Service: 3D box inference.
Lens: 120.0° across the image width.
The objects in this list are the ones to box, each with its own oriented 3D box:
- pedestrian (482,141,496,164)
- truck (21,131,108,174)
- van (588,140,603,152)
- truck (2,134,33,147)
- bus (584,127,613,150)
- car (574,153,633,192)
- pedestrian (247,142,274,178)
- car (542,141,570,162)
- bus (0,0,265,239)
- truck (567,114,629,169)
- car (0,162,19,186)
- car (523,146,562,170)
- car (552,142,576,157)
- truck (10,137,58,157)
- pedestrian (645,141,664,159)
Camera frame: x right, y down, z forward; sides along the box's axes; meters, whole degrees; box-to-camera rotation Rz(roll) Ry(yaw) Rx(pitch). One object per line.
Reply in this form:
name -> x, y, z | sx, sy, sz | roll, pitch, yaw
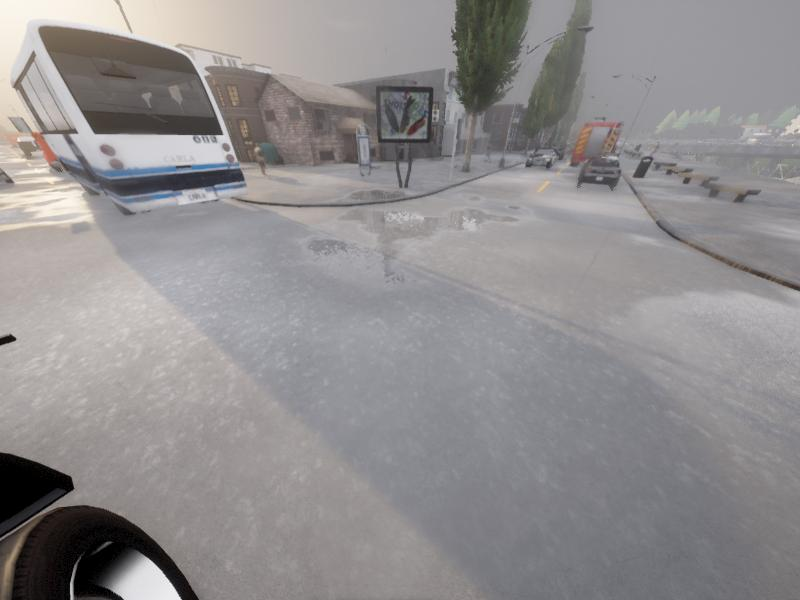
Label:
pedestrian -> 8.667, -14.392, 22.542 | 0.751, 1.860, 0.751 | -2, 35, -3
truck -> -26.474, -11.754, 18.257 | 5.204, 2.467, 2.627 | 23, 41, 28
van -> 40.490, -31.991, 47.840 | 1.775, 1.987, 4.442 | 22, 41, 28
truck -> -87.884, -36.644, 53.097 | 5.204, 2.467, 2.627 | 22, 41, 28
bus -> 49.154, -40.100, 57.429 | 3.944, 4.253, 10.273 | 22, 41, 28
car -> 11.478, -7.467, 13.299 | 1.816, 1.474, 4.193 | 21, 40, 26
pedestrian -> -8.663, -8.742, 14.397 | 0.751, 1.860, 0.751 | -6, 36, -9
car -> 18.832, -17.982, 27.899 | 1.905, 1.878, 3.866 | 22, 41, 28
bus -> -10.469, -5.986, 8.631 | 10.273, 4.253, 3.944 | 22, 41, 28
truck -> 19.665, -15.719, 23.018 | 2.891, 3.827, 8.468 | 23, 41, 29
car -> -23.404, -7.293, 12.689 | 3.988, 1.617, 1.851 | 21, 40, 27
car -> 13.211, -13.171, 21.350 | 2.038, 1.542, 4.974 | 22, 41, 28
car -> 25.547, -23.413, 35.881 | 2.152, 1.651, 5.027 | 22, 41, 28
truck -> -48.341, -20.305, 30.535 | 6.274, 2.098, 2.390 | 22, 41, 28
pedestrian -> 32.178, -18.974, 29.209 | 0.751, 1.860, 0.751 | -23, 41, -29
